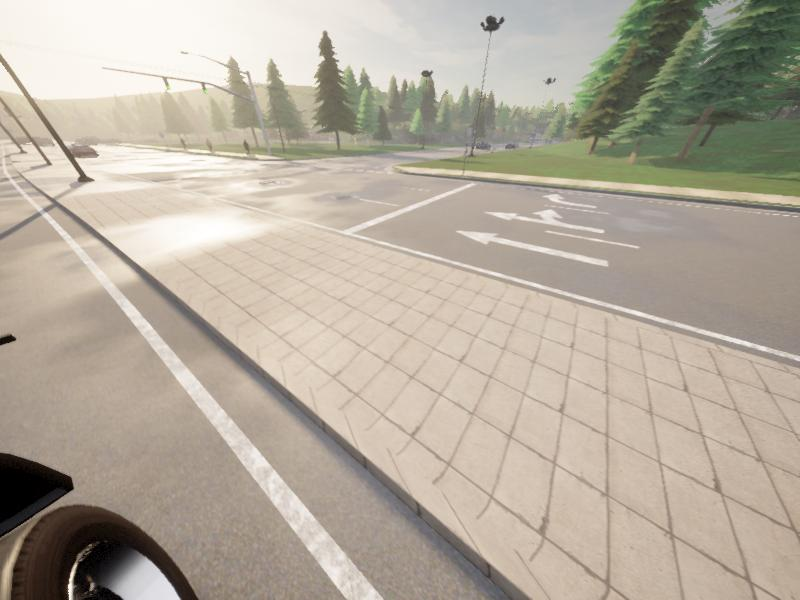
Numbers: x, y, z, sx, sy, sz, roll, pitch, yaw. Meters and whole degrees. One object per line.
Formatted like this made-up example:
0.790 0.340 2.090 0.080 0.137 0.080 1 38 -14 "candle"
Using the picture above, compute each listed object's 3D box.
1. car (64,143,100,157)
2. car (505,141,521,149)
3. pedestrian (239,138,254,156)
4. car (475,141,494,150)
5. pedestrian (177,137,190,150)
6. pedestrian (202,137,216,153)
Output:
-41.328 -19.532 30.023 4.181 1.385 1.994 23 41 28 "car"
26.710 -36.637 54.586 2.038 1.542 4.974 23 41 29 "car"
-19.269 -19.215 29.017 0.751 1.860 0.751 24 42 30 "pedestrian"
18.245 -33.456 49.973 2.033 1.649 4.856 23 41 29 "car"
-37.621 -27.190 40.157 0.751 1.860 0.751 24 41 29 "pedestrian"
-28.690 -23.316 34.745 0.751 1.860 0.751 24 41 29 "pedestrian"
